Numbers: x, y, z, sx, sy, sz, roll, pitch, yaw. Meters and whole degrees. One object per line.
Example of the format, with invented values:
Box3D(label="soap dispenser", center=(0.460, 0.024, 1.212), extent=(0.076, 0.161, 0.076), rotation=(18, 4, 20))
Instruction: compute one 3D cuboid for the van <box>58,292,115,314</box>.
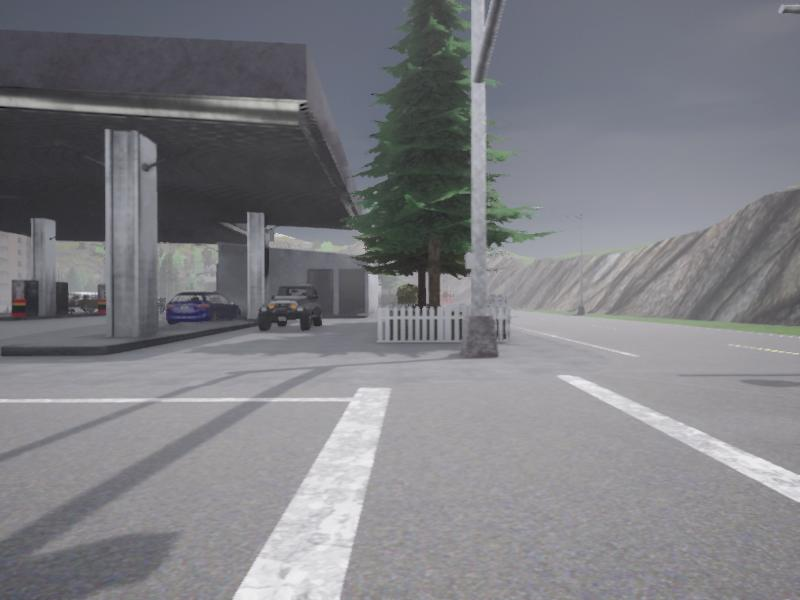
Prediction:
Box3D(label="van", center=(-30.733, 0.227, 39.422), extent=(2.069, 2.038, 4.480), rotation=(0, 0, 1))

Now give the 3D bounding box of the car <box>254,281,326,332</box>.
Box3D(label="car", center=(-4.374, 0.242, 16.544), extent=(1.905, 1.878, 3.866), rotation=(0, 0, 0))

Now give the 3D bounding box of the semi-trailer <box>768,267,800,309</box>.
Box3D(label="semi-trailer", center=(43.554, -1.225, 38.641), extent=(2.717, 4.402, 14.254), rotation=(0, 0, -1))

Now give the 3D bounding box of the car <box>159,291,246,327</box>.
Box3D(label="car", center=(-10.052, 0.425, 20.860), extent=(2.242, 1.667, 4.611), rotation=(0, 0, 0))

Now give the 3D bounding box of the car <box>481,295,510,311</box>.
Box3D(label="car", center=(10.338, 0.281, 43.662), extent=(2.033, 1.649, 4.856), rotation=(0, 0, 0))

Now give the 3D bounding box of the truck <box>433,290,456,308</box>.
Box3D(label="truck", center=(6.644, -0.144, 60.637), extent=(2.627, 2.467, 5.204), rotation=(0, 0, -3))
